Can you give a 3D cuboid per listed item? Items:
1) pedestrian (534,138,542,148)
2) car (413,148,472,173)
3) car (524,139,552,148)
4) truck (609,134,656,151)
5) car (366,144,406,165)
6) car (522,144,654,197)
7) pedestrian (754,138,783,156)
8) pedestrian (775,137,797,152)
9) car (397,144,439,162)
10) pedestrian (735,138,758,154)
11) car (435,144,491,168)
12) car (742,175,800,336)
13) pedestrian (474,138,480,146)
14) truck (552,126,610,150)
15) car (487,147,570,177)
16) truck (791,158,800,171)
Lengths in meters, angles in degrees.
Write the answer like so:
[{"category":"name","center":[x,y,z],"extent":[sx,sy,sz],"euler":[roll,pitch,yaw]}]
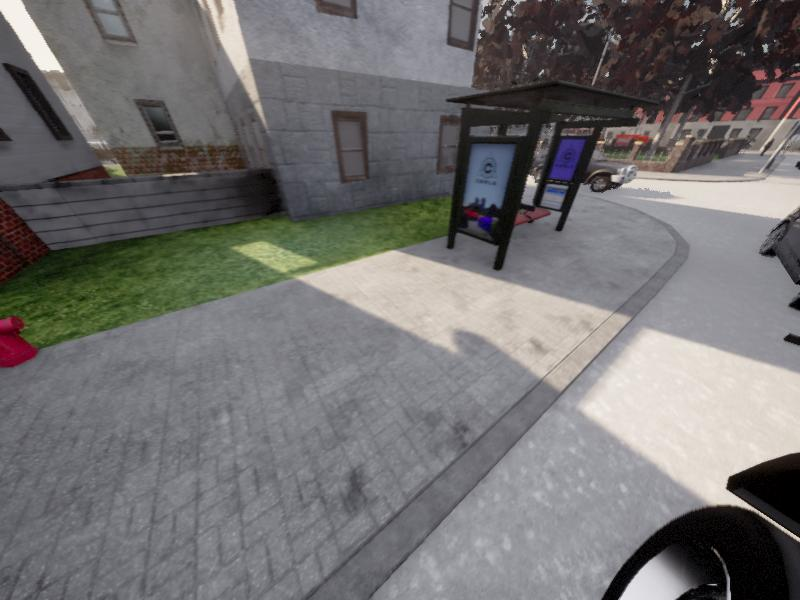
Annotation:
[{"category":"pedestrian","center":[30.296,-34.565,50.832],"extent":[0.751,1.860,0.751],"euler":[-22,41,-27]},{"category":"car","center":[3.296,-11.678,19.143],"extent":[1.837,1.490,4.892],"euler":[-22,40,-28]},{"category":"car","center":[32.791,-37.159,54.921],"extent":[2.152,1.651,5.027],"euler":[-22,41,-28]},{"category":"truck","center":[42.884,-29.170,42.780],"extent":[2.627,2.467,5.204],"euler":[-23,41,-28]},{"category":"car","center":[-1.568,-15.785,24.886],"extent":[2.033,1.649,4.856],"euler":[-22,40,-27]},{"category":"car","center":[9.259,-6.886,11.963],"extent":[1.932,1.855,4.605],"euler":[-21,41,-27]},{"category":"pedestrian","center":[44.646,-18.556,28.025],"extent":[0.751,1.860,0.751],"euler":[4,35,6]},{"category":"pedestrian","center":[58.026,-23.365,34.735],"extent":[0.751,1.860,0.751],"euler":[28,44,34]},{"category":"car","center":[1.932,-17.072,26.783],"extent":[2.128,1.511,4.902],"euler":[-24,42,-30]},{"category":"pedestrian","center":[46.822,-20.843,31.250],"extent":[0.751,1.860,0.751],"euler":[-14,38,-19]},{"category":"car","center":[5.798,-13.870,22.111],"extent":[2.033,1.649,4.856],"euler":[-23,41,-29]},{"category":"car","center":[7.881,-0.735,3.575],"extent":[4.902,1.511,2.128],"euler":[-29,44,-34]},{"category":"pedestrian","center":[20.740,-42.446,62.081],"extent":[0.751,1.860,0.751],"euler":[-22,41,-28]},{"category":"truck","center":[37.651,-34.040,48.549],"extent":[2.891,3.827,8.468],"euler":[-22,41,-28]},{"category":"car","center":[9.482,-10.588,17.531],"extent":[2.128,1.511,4.902],"euler":[-22,41,-28]},{"category":"truck","center":[33.093,-11.249,17.451],"extent":[5.204,2.467,2.627],"euler":[-22,41,-28]}]
